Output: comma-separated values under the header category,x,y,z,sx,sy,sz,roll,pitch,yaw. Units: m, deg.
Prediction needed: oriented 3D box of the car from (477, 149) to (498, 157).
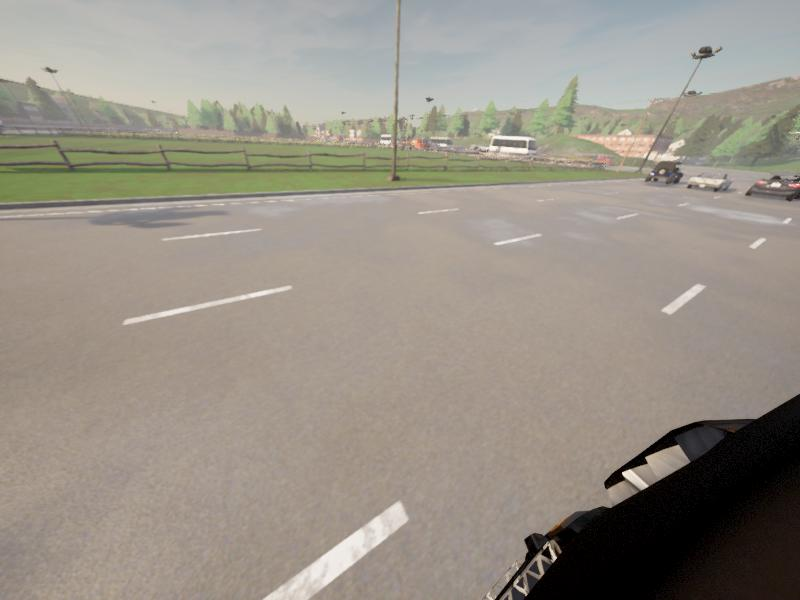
category,x,y,z,sx,sy,sz,roll,pitch,yaw
car,25.237,-42.524,66.823,2.152,1.651,5.027,-17,39,-26

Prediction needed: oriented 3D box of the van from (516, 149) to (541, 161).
category,x,y,z,sx,sy,sz,roll,pitch,yaw
van,30.127,-34.107,54.332,2.069,2.038,4.480,-17,39,-26

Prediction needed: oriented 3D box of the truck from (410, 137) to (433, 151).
category,x,y,z,sx,sy,sz,roll,pitch,yaw
truck,7.248,-53.685,79.405,2.891,3.827,8.468,-17,39,-26

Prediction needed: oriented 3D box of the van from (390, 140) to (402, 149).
category,x,y,z,sx,sy,sz,roll,pitch,yaw
van,-1.552,-57.991,86.063,1.988,2.561,5.915,-17,39,-26

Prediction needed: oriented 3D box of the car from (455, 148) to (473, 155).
category,x,y,z,sx,sy,sz,roll,pitch,yaw
car,18.053,-41.968,65.269,1.837,1.490,4.892,-17,39,-26

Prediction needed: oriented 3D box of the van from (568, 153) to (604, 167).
category,x,y,z,sx,sy,sz,roll,pitch,yaw
van,34.393,-25.989,42.885,1.775,1.987,4.442,-17,39,-26

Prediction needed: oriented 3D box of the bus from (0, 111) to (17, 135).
category,x,y,z,sx,sy,sz,roll,pitch,yaw
bus,-66.328,-27.690,34.982,3.944,4.253,10.273,-16,39,-26

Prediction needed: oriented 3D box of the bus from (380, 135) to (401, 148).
category,x,y,z,sx,sy,sz,roll,pitch,yaw
bus,-4.179,-65.337,95.077,3.944,4.253,10.273,-17,39,-26

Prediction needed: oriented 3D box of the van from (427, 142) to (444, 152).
category,x,y,z,sx,sy,sz,roll,pitch,yaw
van,12.882,-55.243,83.383,2.351,2.431,6.366,-17,39,-26

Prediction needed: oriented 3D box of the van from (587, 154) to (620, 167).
category,x,y,z,sx,sy,sz,roll,pitch,yaw
van,42.630,-29.440,48.605,1.775,1.987,4.442,-17,39,-26

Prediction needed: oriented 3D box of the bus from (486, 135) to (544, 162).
category,x,y,z,sx,sy,sz,roll,pitch,yaw
bus,24.572,-32.972,50.236,3.944,4.253,10.273,-17,40,-26

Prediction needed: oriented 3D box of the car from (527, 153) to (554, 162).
category,x,y,z,sx,sy,sz,roll,pitch,yaw
car,33.620,-34.274,55.361,2.163,1.488,4.792,-17,39,-26

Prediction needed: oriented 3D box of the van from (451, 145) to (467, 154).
category,x,y,z,sx,sy,sz,roll,pitch,yaw
van,17.991,-46.115,70.885,1.775,1.987,4.442,-17,39,-26

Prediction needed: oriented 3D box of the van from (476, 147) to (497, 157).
category,x,y,z,sx,sy,sz,roll,pitch,yaw
van,22.166,-38.124,59.531,2.069,2.038,4.480,-17,39,-26

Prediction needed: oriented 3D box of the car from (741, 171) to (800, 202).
category,x,y,z,sx,sy,sz,roll,pitch,yaw
car,28.632,-8.595,17.304,4.611,1.667,2.242,-14,38,-24

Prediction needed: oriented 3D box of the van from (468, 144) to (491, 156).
category,x,y,z,sx,sy,sz,roll,pitch,yaw
van,22.236,-42.161,64.942,1.988,2.561,5.915,-17,39,-26

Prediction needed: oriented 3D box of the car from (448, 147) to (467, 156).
category,x,y,z,sx,sy,sz,roll,pitch,yaw
car,15.646,-40.496,62.892,2.242,1.667,4.611,-17,39,-26

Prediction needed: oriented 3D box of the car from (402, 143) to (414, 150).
category,x,y,z,sx,sy,sz,roll,pitch,yaw
car,2.790,-53.385,80.327,1.932,1.855,4.605,-17,39,-26

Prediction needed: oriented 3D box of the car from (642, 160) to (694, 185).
category,x,y,z,sx,sy,sz,roll,pitch,yaw
car,26.348,-12.602,22.766,3.866,1.878,1.905,-17,39,-26

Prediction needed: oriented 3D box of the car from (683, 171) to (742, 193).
category,x,y,z,sx,sy,sz,roll,pitch,yaw
car,26.741,-10.171,19.779,4.718,1.301,1.895,-16,39,-26

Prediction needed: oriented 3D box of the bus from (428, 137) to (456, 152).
category,x,y,z,sx,sy,sz,roll,pitch,yaw
bus,15.348,-57.602,85.415,3.944,4.253,10.273,-17,39,-26
